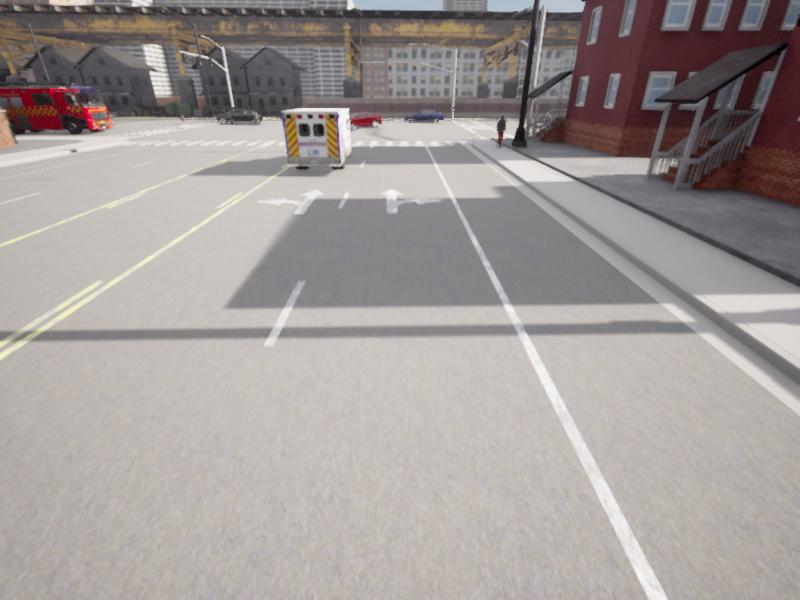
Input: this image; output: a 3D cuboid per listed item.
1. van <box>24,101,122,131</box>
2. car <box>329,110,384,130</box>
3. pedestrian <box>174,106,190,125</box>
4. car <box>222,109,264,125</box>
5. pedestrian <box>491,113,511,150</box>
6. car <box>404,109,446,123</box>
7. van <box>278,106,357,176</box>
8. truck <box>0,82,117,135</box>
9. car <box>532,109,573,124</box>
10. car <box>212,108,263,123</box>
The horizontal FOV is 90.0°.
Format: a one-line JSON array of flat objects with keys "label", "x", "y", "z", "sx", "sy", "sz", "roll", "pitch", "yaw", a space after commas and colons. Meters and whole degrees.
[{"label": "van", "x": -29.973, "y": -17.015, "z": 36.894, "sx": 6.366, "sy": 2.431, "sz": 2.351, "roll": 0, "pitch": 27, "yaw": 0}, {"label": "car", "x": -4.095, "y": -17.434, "z": 38.732, "sx": 5.008, "sy": 1.535, "sz": 1.882, "roll": -20, "pitch": 33, "yaw": -34}, {"label": "pedestrian", "x": -23.146, "y": -19.595, "z": 42.477, "sx": 0.751, "sy": 1.860, "sz": 0.751, "roll": 5, "pitch": 28, "yaw": 9}, {"label": "car", "x": -16.944, "y": -19.809, "z": 43.287, "sx": 3.705, "sy": 1.549, "sz": 1.789, "roll": 0, "pitch": 27, "yaw": 0}, {"label": "pedestrian", "x": 5.776, "y": -9.629, "z": 22.878, "sx": 0.751, "sy": 1.860, "sz": 0.751, "roll": 1, "pitch": 27, "yaw": 1}, {"label": "car", "x": 2.835, "y": -21.354, "z": 46.450, "sx": 4.674, "sy": 1.442, "sz": 1.812, "roll": 0, "pitch": 27, "yaw": 0}, {"label": "van", "x": -3.538, "y": -7.647, "z": 18.782, "sx": 2.351, "sy": 2.431, "sz": 6.366, "roll": 0, "pitch": 27, "yaw": 0}, {"label": "truck", "x": -29.419, "y": -16.005, "z": 33.413, "sx": 8.468, "sy": 3.827, "sz": 2.891, "roll": 0, "pitch": 27, "yaw": 0}, {"label": "car", "x": 17.677, "y": -21.362, "z": 46.460, "sx": 3.806, "sy": 1.475, "sz": 1.970, "roll": 0, "pitch": 27, "yaw": 0}, {"label": "car", "x": -18.792, "y": -21.385, "z": 46.408, "sx": 4.892, "sy": 1.490, "sz": 1.837, "roll": 0, "pitch": 27, "yaw": 0}]
